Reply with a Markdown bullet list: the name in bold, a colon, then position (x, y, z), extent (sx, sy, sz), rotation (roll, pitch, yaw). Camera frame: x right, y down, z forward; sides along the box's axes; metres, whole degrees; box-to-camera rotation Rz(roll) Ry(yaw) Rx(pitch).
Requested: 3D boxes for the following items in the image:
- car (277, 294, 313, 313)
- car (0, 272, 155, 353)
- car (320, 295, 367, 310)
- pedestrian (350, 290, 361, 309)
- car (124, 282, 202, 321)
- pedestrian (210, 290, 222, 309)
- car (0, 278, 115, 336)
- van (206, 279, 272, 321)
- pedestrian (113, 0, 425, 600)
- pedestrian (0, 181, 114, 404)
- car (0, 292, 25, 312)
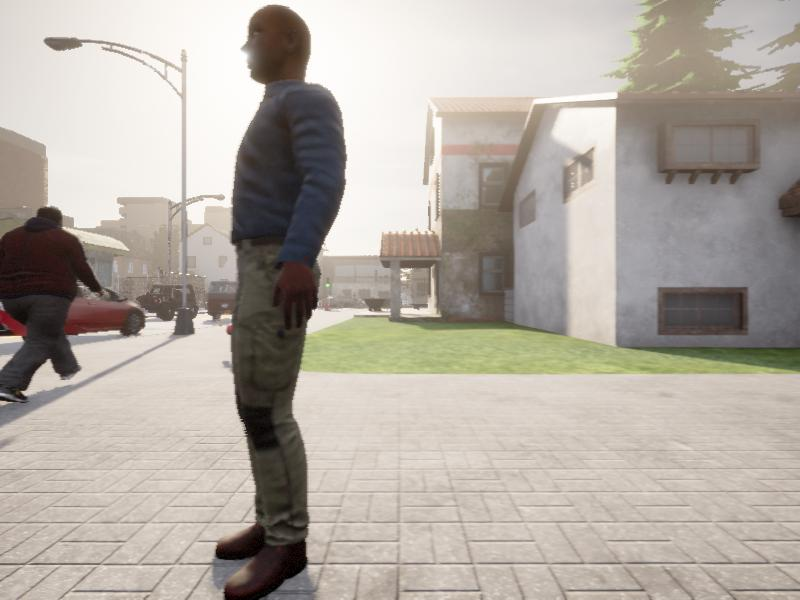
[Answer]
- **car**: position (-8.387, 0.266, 32.407), extent (1.816, 1.474, 4.193), rotation (0, 0, 0)
- **car**: position (-8.329, 0.240, 9.776), extent (2.007, 1.525, 4.514), rotation (0, 0, -2)
- **car**: position (-5.999, 0.259, 42.944), extent (2.163, 1.488, 4.792), rotation (0, 0, 42)
- **pedestrian**: position (-4.343, -0.070, 38.690), extent (0.751, 1.860, 0.751), rotation (0, 0, -45)
- **car**: position (-12.424, 0.062, 21.297), extent (1.905, 1.878, 3.866), rotation (0, 0, 0)
- **pedestrian**: position (-17.787, -0.042, 38.689), extent (0.751, 1.860, 0.751), rotation (0, 0, 40)
- **car**: position (-12.390, 0.195, 13.550), extent (2.033, 1.649, 4.856), rotation (0, 0, 0)
- **van**: position (-8.382, 0.009, 21.283), extent (1.775, 1.987, 4.442), rotation (0, 0, 0)
- **pedestrian**: position (-0.437, -0.065, 1.322), extent (0.751, 1.860, 0.751), rotation (0, 0, -29)
- **pedestrian**: position (-3.292, -0.061, 3.711), extent (0.751, 1.860, 0.751), rotation (0, 0, -4)
- **car**: position (-34.005, 0.137, 32.812), extent (2.242, 1.667, 4.611), rotation (0, 0, 0)
